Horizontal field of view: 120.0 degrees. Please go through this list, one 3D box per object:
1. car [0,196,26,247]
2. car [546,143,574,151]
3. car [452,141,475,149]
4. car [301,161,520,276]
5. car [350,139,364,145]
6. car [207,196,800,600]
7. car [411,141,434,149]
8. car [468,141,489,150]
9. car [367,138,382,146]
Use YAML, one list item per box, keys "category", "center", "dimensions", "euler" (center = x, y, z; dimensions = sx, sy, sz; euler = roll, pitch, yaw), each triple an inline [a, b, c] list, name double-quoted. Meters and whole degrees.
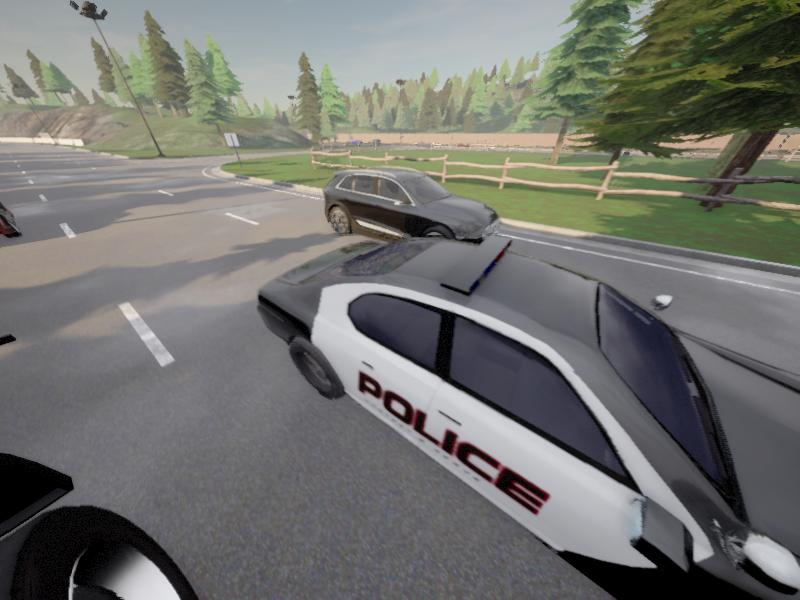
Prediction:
- category: "car"
  center: [-11.922, -2.281, 5.860]
  dimensions: [4.181, 1.385, 1.994]
  euler: [22, 41, 28]
- category: "car"
  center: [34.959, -33.447, 50.431]
  dimensions: [4.718, 1.301, 1.895]
  euler: [22, 41, 28]
- category: "car"
  center: [15.850, -38.803, 57.726]
  dimensions: [4.792, 1.488, 2.163]
  euler: [22, 41, 28]
- category: "car"
  center: [0.037, -2.438, 5.947]
  dimensions: [4.856, 1.649, 2.033]
  euler: [22, 41, 28]
- category: "car"
  center: [-14.627, -53.597, 78.488]
  dimensions: [4.514, 1.525, 2.007]
  euler: [22, 41, 28]
- category: "car"
  center: [0.949, 0.438, 1.961]
  dimensions: [4.974, 1.542, 2.038]
  euler: [22, 41, 28]
- category: "car"
  center: [5.491, -38.045, 56.651]
  dimensions: [5.357, 1.411, 2.033]
  euler: [22, 41, 28]
- category: "car"
  center: [18.011, -35.520, 52.983]
  dimensions: [3.988, 1.617, 1.851]
  euler: [22, 41, 28]
- category: "car"
  center: [-8.215, -51.172, 74.734]
  dimensions: [4.605, 1.855, 1.932]
  euler: [22, 41, 28]
